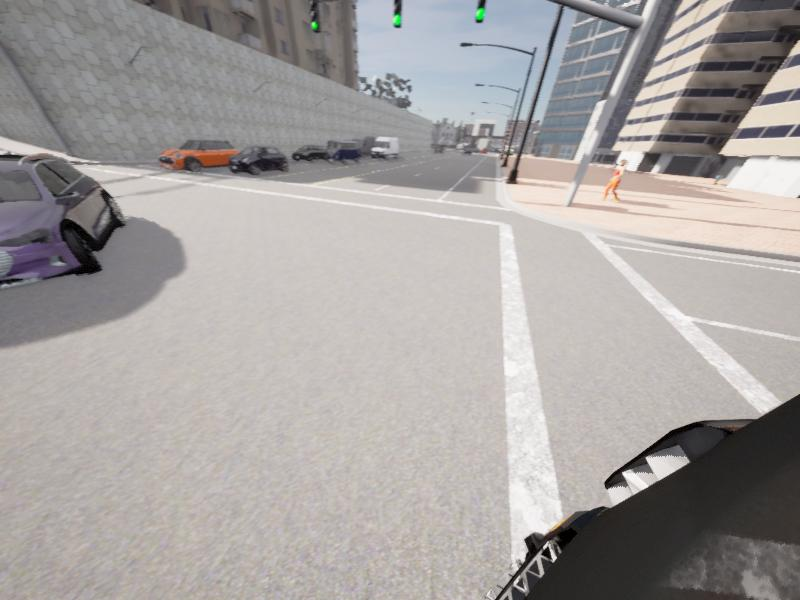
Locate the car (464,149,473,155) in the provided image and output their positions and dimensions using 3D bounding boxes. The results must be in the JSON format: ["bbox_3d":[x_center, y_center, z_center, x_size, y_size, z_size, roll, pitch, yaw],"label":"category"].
[{"bbox_3d":[19.055,-41.089,64.012,1.895,1.301,4.718,13,36,14],"label":"car"}]

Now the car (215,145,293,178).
[{"bbox_3d":[-8.996,-8.881,14.651,1.845,1.501,3.633,13,36,14],"label":"car"}]

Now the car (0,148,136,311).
[{"bbox_3d":[-6.997,-1.639,4.187,2.033,1.649,4.856,-22,42,-31],"label":"car"}]

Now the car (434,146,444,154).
[{"bbox_3d":[10.201,-39.202,60.312,1.789,1.549,3.705,13,36,14],"label":"car"}]

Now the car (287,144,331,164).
[{"bbox_3d":[-9.027,-14.880,23.428,1.816,1.474,4.193,13,36,14],"label":"car"}]

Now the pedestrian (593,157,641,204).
[{"bbox_3d":[10.375,-5.746,11.121,0.751,1.860,0.751,9,35,9],"label":"pedestrian"}]

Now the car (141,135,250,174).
[{"bbox_3d":[-12.683,-9.386,14.851,2.097,1.767,4.553,15,36,16],"label":"car"}]

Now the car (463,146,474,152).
[{"bbox_3d":[27.670,-61.006,93.205,3.866,1.878,1.905,13,36,13],"label":"car"}]

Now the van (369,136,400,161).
[{"bbox_3d":[-1.941,-20.468,31.198,1.988,2.561,5.915,13,36,14],"label":"van"}]

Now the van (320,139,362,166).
[{"bbox_3d":[-5.587,-14.515,22.725,1.775,1.987,4.442,13,36,14],"label":"van"}]

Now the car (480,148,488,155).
[{"bbox_3d":[27.354,-48.227,74.948,2.007,1.525,4.514,14,36,15],"label":"car"}]

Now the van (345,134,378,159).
[{"bbox_3d":[-5.166,-21.360,32.234,1.988,2.561,5.915,13,35,14],"label":"van"}]

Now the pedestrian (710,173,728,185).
[{"bbox_3d":[32.809,-12.456,23.774,0.500,1.100,0.500,-4,35,-11],"label":"pedestrian"}]
